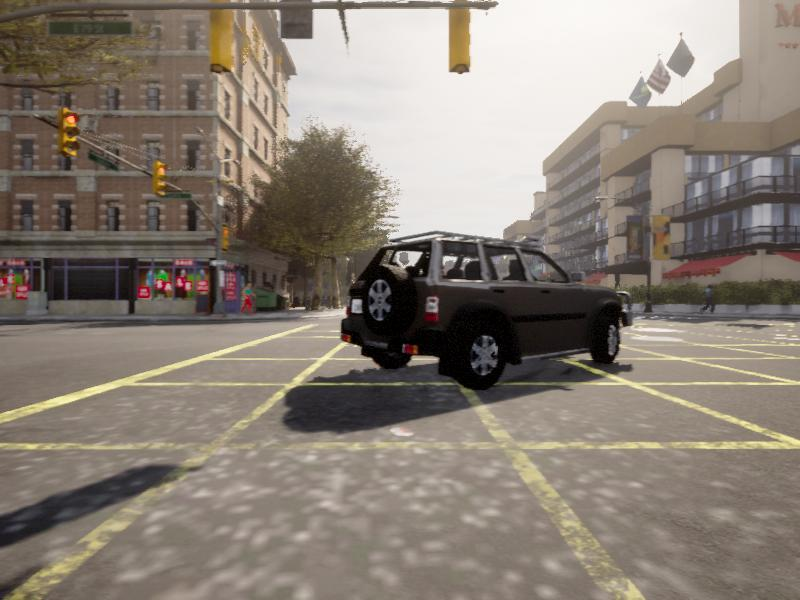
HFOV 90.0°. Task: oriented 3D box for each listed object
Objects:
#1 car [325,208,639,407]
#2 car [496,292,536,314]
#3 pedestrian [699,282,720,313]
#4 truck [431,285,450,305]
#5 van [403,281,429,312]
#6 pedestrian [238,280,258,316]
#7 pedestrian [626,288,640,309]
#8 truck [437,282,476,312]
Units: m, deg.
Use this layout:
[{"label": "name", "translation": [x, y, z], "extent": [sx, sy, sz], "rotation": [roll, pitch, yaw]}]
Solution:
[{"label": "car", "translation": [1.437, 0.053, 5.870], "extent": [4.605, 1.855, 1.932], "rotation": [0, 1, -37]}, {"label": "car", "translation": [8.359, 0.211, 29.166], "extent": [1.789, 1.549, 3.705], "rotation": [0, 0, 0]}, {"label": "pedestrian", "translation": [18.999, -0.126, 24.540], "extent": [0.751, 1.860, 0.751], "rotation": [0, 0, -22]}, {"label": "truck", "translation": [8.077, -0.929, 80.438], "extent": [2.891, 3.827, 8.468], "rotation": [0, 0, 0]}, {"label": "van", "translation": [1.314, -0.278, 35.601], "extent": [1.988, 2.561, 5.915], "rotation": [0, 0, -1]}, {"label": "pedestrian", "translation": [-8.021, -0.109, 21.115], "extent": [0.751, 1.860, 0.751], "rotation": [0, 0, -1]}, {"label": "pedestrian", "translation": [21.234, -0.127, 36.465], "extent": [0.751, 1.860, 0.751], "rotation": [0, 0, -2]}, {"label": "truck", "translation": [4.827, -0.246, 34.913], "extent": [2.627, 2.467, 5.204], "rotation": [0, 0, 0]}]
